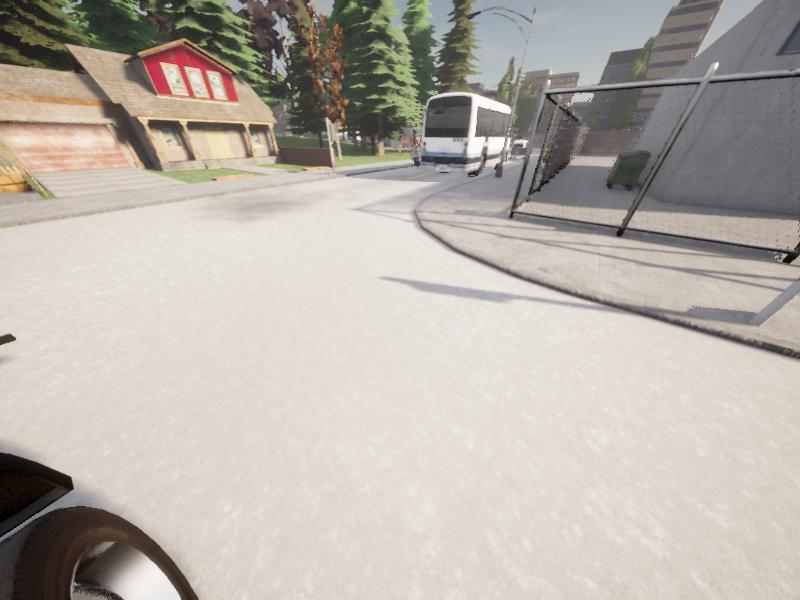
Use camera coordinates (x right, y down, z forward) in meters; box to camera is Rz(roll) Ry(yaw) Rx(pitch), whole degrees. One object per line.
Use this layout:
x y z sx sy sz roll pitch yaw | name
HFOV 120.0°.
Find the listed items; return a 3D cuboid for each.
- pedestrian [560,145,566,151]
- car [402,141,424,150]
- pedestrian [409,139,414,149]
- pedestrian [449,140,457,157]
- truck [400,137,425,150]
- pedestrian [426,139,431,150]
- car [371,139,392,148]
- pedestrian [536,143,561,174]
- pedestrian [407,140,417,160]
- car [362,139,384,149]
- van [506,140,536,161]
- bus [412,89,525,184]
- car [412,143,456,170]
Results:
32.137 -29.997 45.573 0.500 1.100 0.500 22 40 27 | pedestrian
3.206 -39.469 58.923 5.238 1.638 1.930 22 41 28 | car
2.607 -34.635 51.260 0.751 1.860 0.751 19 39 25 | pedestrian
7.171 -20.559 31.315 0.751 1.860 0.751 13 37 17 | pedestrian
2.880 -37.246 54.893 5.204 2.467 2.627 22 41 28 | truck
6.071 -33.076 49.076 0.751 1.860 0.751 21 40 27 | pedestrian
-5.131 -43.041 63.580 5.566 2.045 2.150 22 41 28 | car
10.729 -10.255 16.717 0.751 1.860 0.751 -29 45 -35 | pedestrian
1.327 -16.808 25.944 0.751 1.860 0.751 23 41 28 | pedestrian
-6.972 -40.978 60.636 5.566 2.045 2.150 22 41 28 | car
15.213 -18.851 29.019 2.069 2.038 4.480 22 40 27 | van
5.343 -11.786 16.996 3.944 4.253 10.273 22 41 27 | bus
3.141 -13.154 20.983 1.932 1.855 4.605 21 40 27 | car
